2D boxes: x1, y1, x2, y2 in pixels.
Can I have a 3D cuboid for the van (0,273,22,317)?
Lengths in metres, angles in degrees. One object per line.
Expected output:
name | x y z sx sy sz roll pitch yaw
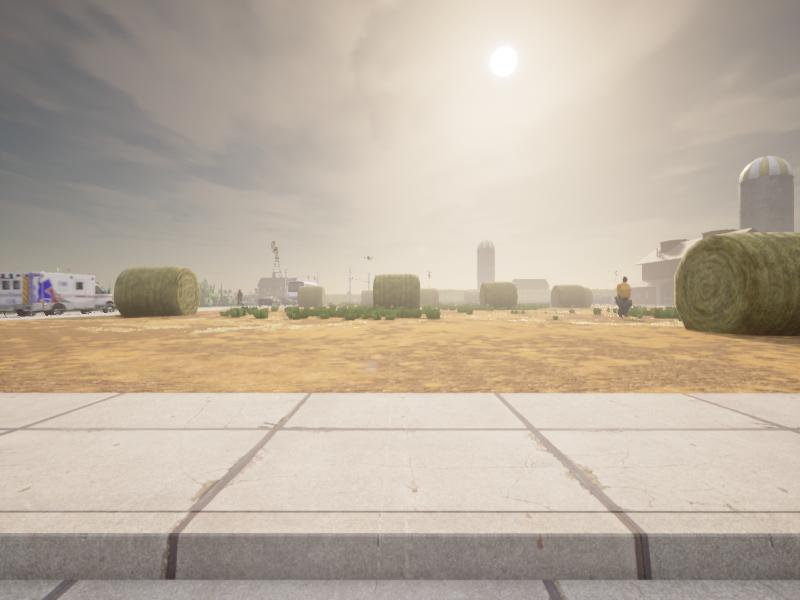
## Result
van | -23.397 -0.275 20.202 2.351 2.431 6.366 0 0 3

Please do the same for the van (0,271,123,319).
van | -19.849 -0.272 23.552 2.351 2.431 6.366 0 0 5

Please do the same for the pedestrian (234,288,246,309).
pedestrian | -14.593 -0.161 36.466 0.751 1.860 0.751 0 0 7

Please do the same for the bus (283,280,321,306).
bus | -17.491 -1.186 72.674 3.944 4.253 10.273 0 0 3

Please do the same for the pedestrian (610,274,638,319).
pedestrian | 9.524 -0.137 17.034 0.751 1.860 0.751 0 0 -3

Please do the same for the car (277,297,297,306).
car | -17.830 0.206 63.155 1.816 1.474 4.193 0 0 3

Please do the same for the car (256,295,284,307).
car | -18.168 0.123 56.124 1.930 1.638 5.238 0 0 3
